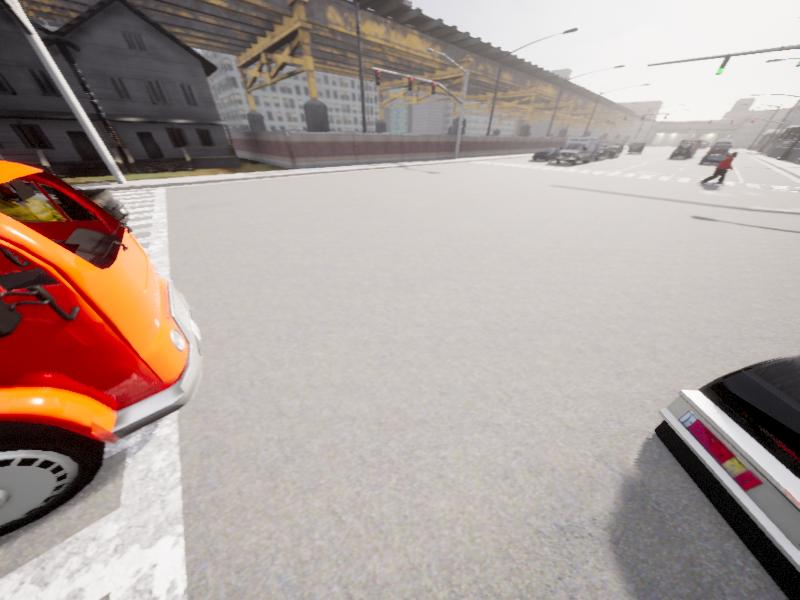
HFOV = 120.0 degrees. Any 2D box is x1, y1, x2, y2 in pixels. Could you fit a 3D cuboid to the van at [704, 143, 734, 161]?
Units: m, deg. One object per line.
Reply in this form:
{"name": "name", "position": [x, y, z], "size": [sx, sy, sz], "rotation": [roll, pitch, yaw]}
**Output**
{"name": "van", "position": [46.149, -21.477, 33.471], "size": [4.442, 1.987, 1.775], "rotation": [-26, 43, -33]}

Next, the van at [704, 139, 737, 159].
{"name": "van", "position": [51.301, -24.252, 37.019], "size": [5.915, 2.561, 1.988], "rotation": [-26, 43, -33]}

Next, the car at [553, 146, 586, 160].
{"name": "car", "position": [24.469, -21.210, 33.233], "size": [5.357, 1.411, 2.033], "rotation": [-26, 43, -33]}

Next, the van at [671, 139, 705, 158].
{"name": "van", "position": [48.080, -25.281, 38.518], "size": [6.366, 2.431, 2.351], "rotation": [-26, 43, -33]}

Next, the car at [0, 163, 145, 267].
{"name": "car", "position": [-9.328, -1.622, 4.674], "size": [5.238, 1.638, 1.930], "rotation": [-23, 41, -29]}

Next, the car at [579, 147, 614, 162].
{"name": "car", "position": [25.939, -19.257, 30.491], "size": [5.357, 1.411, 2.033], "rotation": [-26, 43, -33]}

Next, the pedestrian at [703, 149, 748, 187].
{"name": "pedestrian", "position": [19.477, -7.935, 13.891], "size": [0.751, 1.860, 0.751], "rotation": [-28, 44, -34]}

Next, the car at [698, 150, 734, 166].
{"name": "car", "position": [37.267, -16.817, 27.253], "size": [4.181, 1.385, 1.994], "rotation": [-26, 43, -33]}

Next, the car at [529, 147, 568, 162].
{"name": "car", "position": [18.774, -18.388, 29.136], "size": [5.357, 1.411, 2.033], "rotation": [-26, 43, -33]}

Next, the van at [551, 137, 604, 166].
{"name": "van", "position": [19.955, -16.714, 25.888], "size": [6.366, 2.431, 2.351], "rotation": [-26, 43, -33]}

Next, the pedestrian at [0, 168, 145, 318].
{"name": "pedestrian", "position": [-4.920, -0.764, 3.303], "size": [0.751, 1.860, 0.751], "rotation": [11, 36, 14]}

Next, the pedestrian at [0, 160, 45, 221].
{"name": "pedestrian", "position": [-12.357, -3.459, 6.991], "size": [0.751, 1.860, 0.751], "rotation": [-15, 38, -21]}

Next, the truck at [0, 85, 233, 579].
{"name": "truck", "position": [-4.353, 0.659, 0.820], "size": [5.204, 2.467, 2.627], "rotation": [-27, 43, -32]}

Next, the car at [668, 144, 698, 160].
{"name": "car", "position": [42.069, -22.083, 34.358], "size": [4.605, 1.855, 1.932], "rotation": [-26, 43, -33]}

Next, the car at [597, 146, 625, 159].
{"name": "car", "position": [31.507, -22.056, 34.467], "size": [4.892, 1.490, 1.837], "rotation": [-26, 43, -33]}
